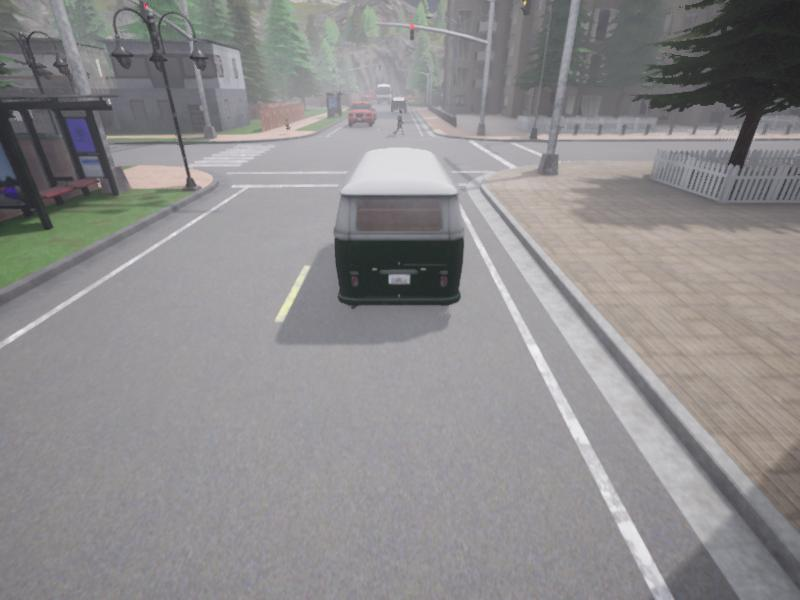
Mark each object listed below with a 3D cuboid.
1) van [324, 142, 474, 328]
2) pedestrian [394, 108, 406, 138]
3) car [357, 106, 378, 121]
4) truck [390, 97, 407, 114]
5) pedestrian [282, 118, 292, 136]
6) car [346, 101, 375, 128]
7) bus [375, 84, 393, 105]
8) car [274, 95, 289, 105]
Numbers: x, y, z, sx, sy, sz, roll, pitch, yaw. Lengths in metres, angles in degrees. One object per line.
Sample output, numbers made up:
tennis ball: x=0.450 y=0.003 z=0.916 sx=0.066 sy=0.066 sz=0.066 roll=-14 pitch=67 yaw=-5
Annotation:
van: x=-0.017 y=-1.517 z=7.172 sx=1.775 sy=1.987 sz=4.442 roll=0 pitch=28 yaw=0
pedestrian: x=-0.009 y=-12.480 z=28.169 sx=0.751 sy=1.860 sz=0.751 roll=5 pitch=28 yaw=9
car: x=-3.628 y=-20.963 z=44.933 sx=1.994 sy=1.385 sz=4.181 roll=0 pitch=28 yaw=0
truck: x=-0.172 y=-29.040 z=59.553 sx=2.390 sy=2.098 sz=6.274 roll=0 pitch=28 yaw=0
pedestrian: x=-7.874 y=-12.051 z=27.844 sx=0.500 sy=1.100 sz=0.500 roll=-3 pitch=28 yaw=-7
car: x=-3.606 y=-17.551 z=37.693 sx=2.150 sy=2.045 sz=5.566 roll=0 pitch=28 yaw=0
bus: x=-3.658 y=-49.329 z=95.938 sx=3.944 sy=4.253 sz=10.273 roll=0 pitch=28 yaw=0
car: x=-25.267 y=-42.678 z=85.485 sx=1.932 sy=1.855 sz=4.605 roll=-1 pitch=28 yaw=-1
